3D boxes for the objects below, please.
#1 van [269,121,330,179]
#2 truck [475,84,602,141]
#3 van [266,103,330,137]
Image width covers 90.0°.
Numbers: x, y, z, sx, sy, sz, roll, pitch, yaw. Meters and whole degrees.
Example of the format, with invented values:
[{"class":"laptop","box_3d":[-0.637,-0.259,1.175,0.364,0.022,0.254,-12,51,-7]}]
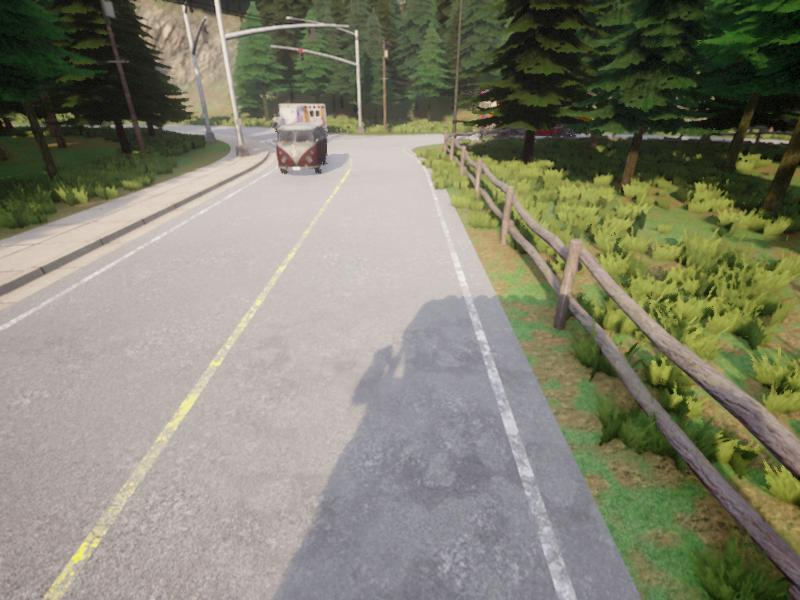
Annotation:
[{"class":"van","box_3d":[-4.336,-6.854,17.968,1.775,1.987,4.442,-2,27,-3]},{"class":"truck","box_3d":[10.552,-14.648,31.268,8.468,3.827,2.891,-3,27,-6]},{"class":"van","box_3d":[-9.278,-16.349,36.117,2.351,2.431,6.366,-24,35,-38]}]
